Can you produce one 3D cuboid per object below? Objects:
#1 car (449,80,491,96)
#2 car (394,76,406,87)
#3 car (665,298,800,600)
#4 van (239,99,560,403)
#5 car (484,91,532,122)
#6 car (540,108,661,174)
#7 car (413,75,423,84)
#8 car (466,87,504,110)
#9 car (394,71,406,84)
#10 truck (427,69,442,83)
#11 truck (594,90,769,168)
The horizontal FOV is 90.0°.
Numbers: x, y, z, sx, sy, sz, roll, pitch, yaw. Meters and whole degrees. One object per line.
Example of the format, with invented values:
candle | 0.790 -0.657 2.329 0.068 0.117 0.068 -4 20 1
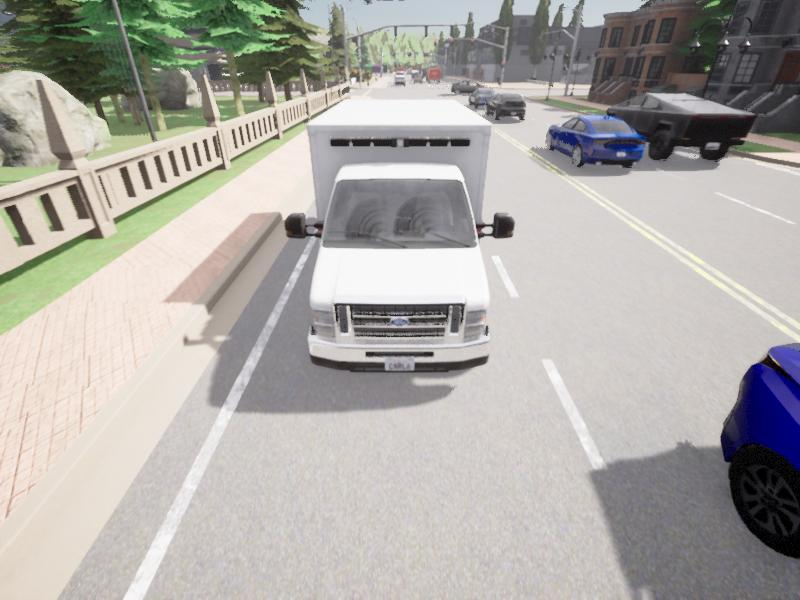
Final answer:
car | 8.227 -25.055 47.281 4.514 1.525 2.007 1 30 1
car | -0.007 -38.014 69.532 2.033 1.411 5.357 0 30 0
car | 3.498 1.783 1.437 2.007 1.525 4.514 0 30 0
van | -0.006 -1.583 6.294 2.351 2.431 6.366 0 30 0
car | 6.995 -12.901 26.550 1.837 1.490 4.892 0 30 0
car | 6.996 -5.989 14.703 1.882 1.535 5.008 0 30 0
car | 3.493 -42.942 77.793 1.845 1.501 3.633 0 30 0
car | 6.998 -16.889 33.463 2.033 1.411 5.357 0 30 0
car | -0.006 -43.840 78.861 2.150 2.045 5.566 0 30 0
truck | 7.030 -46.682 83.287 2.627 2.467 5.204 0 30 0
truck | 10.496 -7.027 15.920 2.390 2.098 6.274 0 30 0
